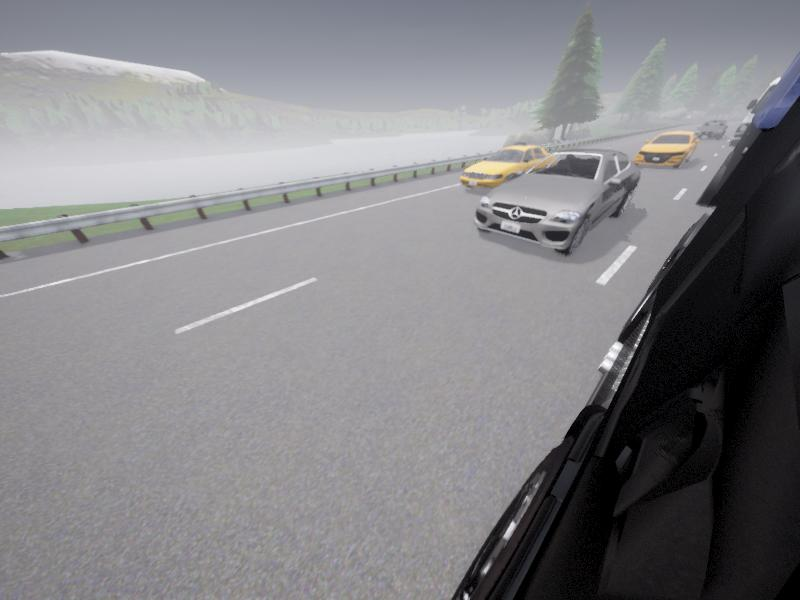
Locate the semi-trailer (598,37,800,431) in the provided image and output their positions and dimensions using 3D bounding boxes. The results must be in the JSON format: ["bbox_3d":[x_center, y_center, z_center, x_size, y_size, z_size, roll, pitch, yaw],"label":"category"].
[{"bbox_3d":[8.697,-3.593,4.248,14.254,4.402,2.717,-28,43,-30],"label":"semi-trailer"}]

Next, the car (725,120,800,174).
[{"bbox_3d":[17.962,-7.420,11.027,4.553,1.767,2.097,-28,43,-30],"label":"car"}]

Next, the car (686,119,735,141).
[{"bbox_3d":[32.722,-17.904,24.343,4.611,1.667,2.242,-28,43,-30],"label":"car"}]

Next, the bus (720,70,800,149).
[{"bbox_3d":[30.434,-14.951,18.328,10.273,4.253,3.944,-28,43,-30],"label":"bus"}]

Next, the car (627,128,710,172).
[{"bbox_3d":[14.820,-8.363,12.726,5.008,1.535,1.882,-28,43,-30],"label":"car"}]

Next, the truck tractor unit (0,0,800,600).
[{"bbox_3d":[2.645,-0.295,0.351,6.516,4.208,3.053,-28,44,-30],"label":"truck tractor unit"}]

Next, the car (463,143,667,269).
[{"bbox_3d":[4.137,-2.734,5.740,5.027,1.651,2.152,-28,43,-30],"label":"car"}]

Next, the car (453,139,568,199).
[{"bbox_3d":[4.795,-5.780,9.855,5.366,1.575,1.801,-28,43,-30],"label":"car"}]
